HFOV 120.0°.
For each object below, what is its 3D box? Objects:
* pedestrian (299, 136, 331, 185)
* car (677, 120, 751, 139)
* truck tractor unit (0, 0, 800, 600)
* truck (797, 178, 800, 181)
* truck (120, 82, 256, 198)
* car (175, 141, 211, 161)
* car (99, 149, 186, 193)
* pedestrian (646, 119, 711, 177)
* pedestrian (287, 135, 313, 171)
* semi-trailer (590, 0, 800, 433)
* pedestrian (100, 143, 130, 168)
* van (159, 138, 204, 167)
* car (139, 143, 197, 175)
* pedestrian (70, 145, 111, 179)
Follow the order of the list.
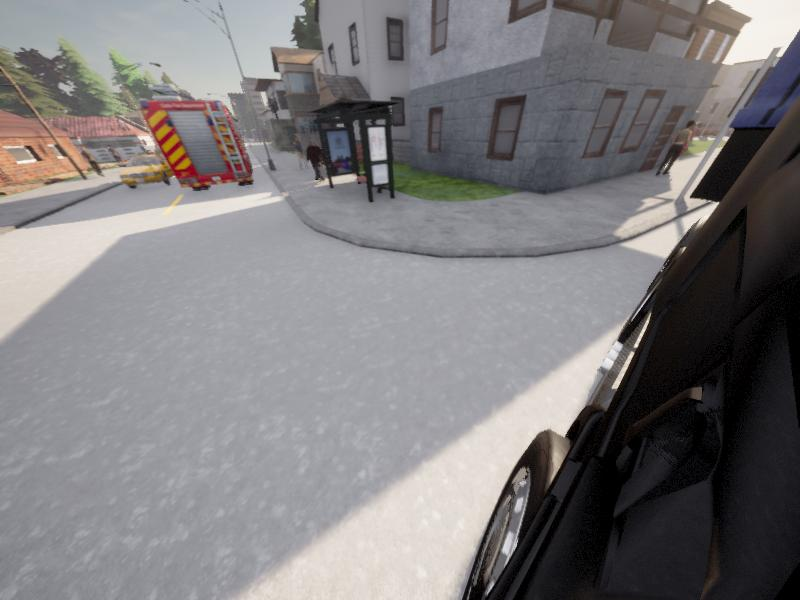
[{"bbox_3d":[-3.841,-6.356,10.591,0.751,1.860,0.751,3,37,7],"label":"pedestrian"},{"bbox_3d":[33.276,-18.163,24.655,1.994,1.385,4.181,-20,40,-22],"label":"car"},{"bbox_3d":[2.645,-0.295,0.351,6.516,4.208,3.053,-28,44,-30],"label":"truck tractor unit"},{"bbox_3d":[17.864,-5.665,8.027,5.204,2.467,2.627,-20,40,-22],"label":"truck"},{"bbox_3d":[-10.433,-8.736,12.769,2.891,3.827,8.468,-19,40,-21],"label":"truck"},{"bbox_3d":[-24.931,-18.132,28.008,2.242,1.667,4.611,-20,40,-22],"label":"car"},{"bbox_3d":[-14.853,-7.870,13.763,1.801,1.575,5.366,-19,40,-21],"label":"car"},{"bbox_3d":[11.030,-6.033,9.228,0.751,1.860,0.751,-21,40,-22],"label":"pedestrian"},{"bbox_3d":[-6.335,-9.308,14.685,0.751,1.860,0.751,16,41,23],"label":"pedestrian"},{"bbox_3d":[9.219,-3.186,3.637,14.254,4.402,2.717,-22,41,-23],"label":"semi-trailer"},{"bbox_3d":[-26.077,-13.257,21.204,0.751,1.860,0.751,-20,40,-22],"label":"pedestrian"},{"bbox_3d":[-21.527,-14.785,23.021,2.069,2.038,4.480,-20,40,-22],"label":"van"},{"bbox_3d":[-18.366,-11.468,18.605,2.097,1.767,4.553,-20,40,-22],"label":"car"},{"bbox_3d":[-20.849,-9.326,15.632,0.751,1.860,0.751,-30,44,-31],"label":"pedestrian"}]
